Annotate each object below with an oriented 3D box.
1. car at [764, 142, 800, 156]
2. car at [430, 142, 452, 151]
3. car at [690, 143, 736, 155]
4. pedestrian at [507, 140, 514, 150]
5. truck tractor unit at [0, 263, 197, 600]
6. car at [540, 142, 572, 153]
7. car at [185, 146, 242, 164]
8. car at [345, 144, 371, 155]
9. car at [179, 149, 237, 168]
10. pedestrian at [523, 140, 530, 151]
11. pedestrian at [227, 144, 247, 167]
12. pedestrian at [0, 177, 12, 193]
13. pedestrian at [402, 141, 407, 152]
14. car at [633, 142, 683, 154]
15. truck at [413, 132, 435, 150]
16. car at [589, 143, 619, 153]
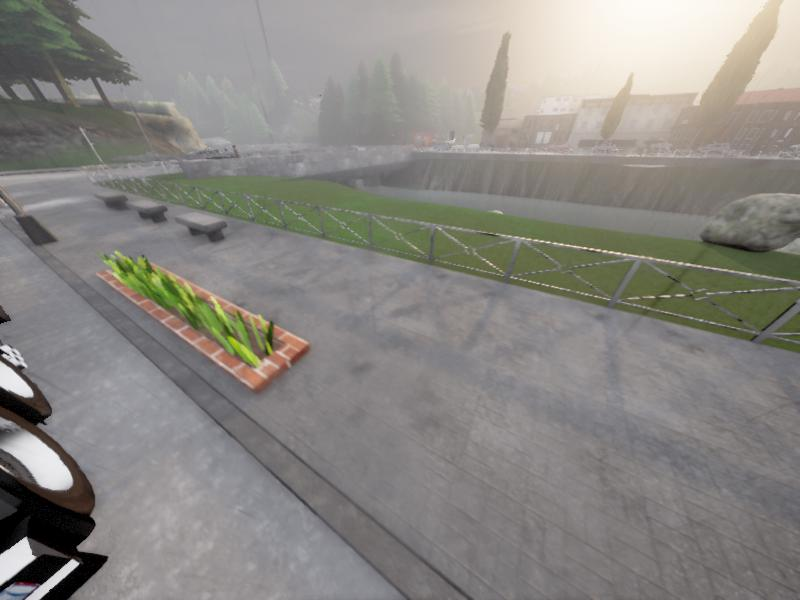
[{"bbox_3d":[58.177,-21.946,33.587,5.238,1.638,1.930,18,39,24],"label":"car"},{"bbox_3d":[9.983,-37.508,56.353,4.856,1.649,2.033,16,38,21],"label":"car"},{"bbox_3d":[50.391,-24.414,37.341,3.806,1.475,1.970,18,39,25],"label":"car"},{"bbox_3d":[25.040,-35.016,52.219,0.751,1.860,0.751,-23,41,-29],"label":"pedestrian"},{"bbox_3d":[-5.111,-0.301,0.780,6.516,4.208,3.053,18,39,24],"label":"truck tractor unit"},{"bbox_3d":[31.287,-30.693,46.392,5.027,1.651,2.152,18,39,24],"label":"car"},{"bbox_3d":[-22.642,-17.794,28.280,2.242,1.667,4.611,18,39,24],"label":"car"},{"bbox_3d":[-7.739,-27.976,42.898,2.038,1.542,4.974,18,39,24],"label":"car"},{"bbox_3d":[-20.438,-15.294,24.843,1.816,1.474,4.193,18,39,24],"label":"car"},{"bbox_3d":[27.410,-33.599,50.164,0.751,1.860,0.751,13,37,18],"label":"pedestrian"},{"bbox_3d":[-15.817,-14.055,22.448,0.751,1.860,0.751,18,39,24],"label":"pedestrian"},{"bbox_3d":[-20.712,-6.253,11.280,0.751,1.860,0.751,0,35,1],"label":"pedestrian"},{"bbox_3d":[0.921,-31.042,46.716,0.751,1.860,0.751,17,39,24],"label":"pedestrian"},{"bbox_3d":[44.531,-26.391,40.085,5.238,1.638,1.930,18,39,24],"label":"car"},{"bbox_3d":[6.674,-43.225,62.660,2.891,3.827,8.468,15,38,21],"label":"truck"},{"bbox_3d":[38.089,-28.420,43.197,3.806,1.475,1.970,18,39,24],"label":"car"}]
